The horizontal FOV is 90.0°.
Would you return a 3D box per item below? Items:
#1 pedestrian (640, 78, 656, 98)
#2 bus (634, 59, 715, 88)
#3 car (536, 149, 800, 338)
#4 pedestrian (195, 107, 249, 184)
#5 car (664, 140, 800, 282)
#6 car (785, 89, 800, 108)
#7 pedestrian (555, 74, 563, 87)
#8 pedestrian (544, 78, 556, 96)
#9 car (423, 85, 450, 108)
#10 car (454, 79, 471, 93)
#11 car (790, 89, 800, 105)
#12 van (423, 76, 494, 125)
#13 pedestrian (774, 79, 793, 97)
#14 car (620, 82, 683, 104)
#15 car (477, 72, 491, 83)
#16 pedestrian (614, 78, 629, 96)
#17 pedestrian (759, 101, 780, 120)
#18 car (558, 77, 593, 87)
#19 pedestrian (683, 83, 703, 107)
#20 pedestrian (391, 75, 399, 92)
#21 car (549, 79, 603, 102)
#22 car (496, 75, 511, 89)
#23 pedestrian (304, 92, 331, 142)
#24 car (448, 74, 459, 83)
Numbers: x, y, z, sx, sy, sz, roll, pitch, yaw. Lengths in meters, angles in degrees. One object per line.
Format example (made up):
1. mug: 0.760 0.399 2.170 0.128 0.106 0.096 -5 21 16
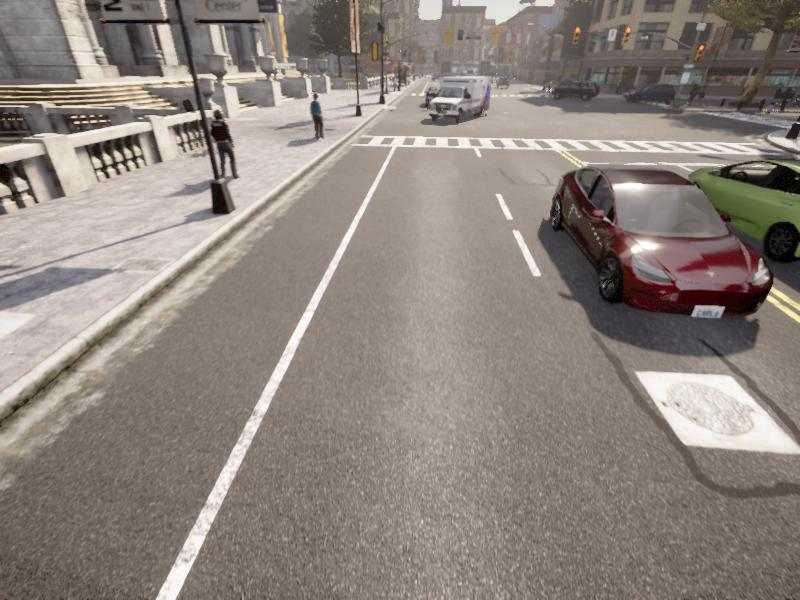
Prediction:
1. pedestrian: 27.331 -23.359 44.052 0.751 1.860 0.751 -8 31 -14
2. bus: 48.045 -39.798 70.372 10.273 4.253 3.944 2 30 3
3. car: 4.137 -1.404 6.985 2.163 1.488 4.792 3 30 4
4. pedestrian: -4.818 -4.214 10.958 0.751 1.860 0.751 3 30 5
5. car: 7.750 -2.045 8.078 2.007 1.525 4.514 2 30 3
6. car: 37.846 -17.964 35.717 4.674 1.442 1.812 2 30 3
7. pedestrian: 26.296 -36.317 66.183 0.751 1.860 0.751 -25 39 -37
8. pedestrian: 17.835 -25.279 47.523 0.751 1.860 0.751 -4 31 -8
9. car: 3.187 -17.941 35.205 2.128 1.511 4.902 3 30 4
10. car: 8.434 -29.149 54.394 1.882 1.535 5.008 2 31 4
11. car: 41.149 -19.531 38.579 4.718 1.301 1.895 2 30 4
12. van: 3.960 -13.194 26.194 2.351 2.431 6.366 15 33 23
13. pedestrian: 44.561 -24.678 46.507 0.751 1.860 0.751 -1 30 -2
14. car: 24.846 -20.624 39.763 4.553 1.767 2.097 5 31 7
15. car: 18.516 -49.311 88.461 2.150 2.045 5.566 3 30 4
16. pedestrian: 25.397 -24.423 45.848 0.751 1.860 0.751 -4 31 -8
17. pedestrian: 24.819 -12.709 26.875 0.500 1.100 0.500 3 30 5
18. car: 31.537 -39.241 72.052 5.357 1.411 2.033 3 30 4
19. pedestrian: 26.190 -18.347 35.774 0.751 1.860 0.751 6 31 9
20. pedestrian: -0.628 -27.110 50.134 0.751 1.860 0.751 -11 32 -19
21. car: 18.470 -22.095 42.119 4.605 1.855 1.932 20 36 30
22. car: 16.796 -35.408 64.849 1.932 1.855 4.605 7 31 11
23. pedestrian: -3.552 -7.925 17.315 0.751 1.860 0.751 7 31 11
24. car: 11.202 -46.686 84.406 2.007 1.525 4.514 3 30 4
